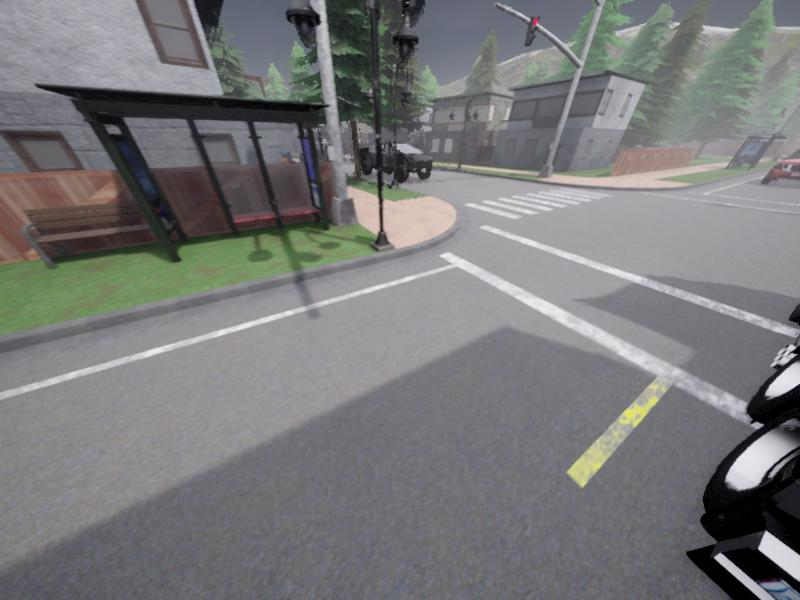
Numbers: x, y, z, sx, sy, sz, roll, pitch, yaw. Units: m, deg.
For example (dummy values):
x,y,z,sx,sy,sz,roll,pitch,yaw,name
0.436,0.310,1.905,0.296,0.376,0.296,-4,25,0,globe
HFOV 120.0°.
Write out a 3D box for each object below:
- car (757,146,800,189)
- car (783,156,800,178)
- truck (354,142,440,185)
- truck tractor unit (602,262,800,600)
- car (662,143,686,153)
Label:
x,y,z,sx,sy,sz,roll,pitch,yaw,name
25.860,-8.485,14.644,5.566,2.045,2.150,-18,39,-24,car
32.779,-10.465,18.146,4.181,1.385,1.994,-18,39,-24,car
-0.472,-9.718,16.104,2.390,2.098,6.274,-24,42,-31,truck
5.108,-0.304,0.787,6.516,4.208,3.053,-18,39,-24,truck tractor unit
61.867,-34.481,52.225,4.605,1.855,1.932,-19,39,-25,car
